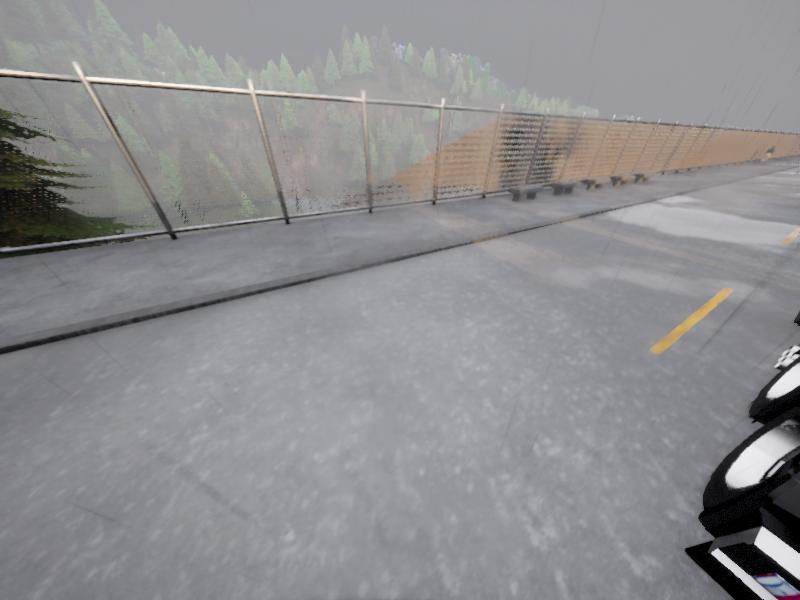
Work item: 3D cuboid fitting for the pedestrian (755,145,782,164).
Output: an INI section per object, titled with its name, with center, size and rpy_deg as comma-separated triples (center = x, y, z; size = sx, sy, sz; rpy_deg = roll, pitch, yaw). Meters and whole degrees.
[pedestrian]
center = 43.116, -17.051, 27.027
size = 0.751, 1.860, 0.751
rpy_deg = -17, 38, -23

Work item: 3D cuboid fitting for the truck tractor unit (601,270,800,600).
[truck tractor unit]
center = 5.117, -0.294, 0.771
size = 6.516, 4.208, 3.053
rpy_deg = -18, 39, -24
